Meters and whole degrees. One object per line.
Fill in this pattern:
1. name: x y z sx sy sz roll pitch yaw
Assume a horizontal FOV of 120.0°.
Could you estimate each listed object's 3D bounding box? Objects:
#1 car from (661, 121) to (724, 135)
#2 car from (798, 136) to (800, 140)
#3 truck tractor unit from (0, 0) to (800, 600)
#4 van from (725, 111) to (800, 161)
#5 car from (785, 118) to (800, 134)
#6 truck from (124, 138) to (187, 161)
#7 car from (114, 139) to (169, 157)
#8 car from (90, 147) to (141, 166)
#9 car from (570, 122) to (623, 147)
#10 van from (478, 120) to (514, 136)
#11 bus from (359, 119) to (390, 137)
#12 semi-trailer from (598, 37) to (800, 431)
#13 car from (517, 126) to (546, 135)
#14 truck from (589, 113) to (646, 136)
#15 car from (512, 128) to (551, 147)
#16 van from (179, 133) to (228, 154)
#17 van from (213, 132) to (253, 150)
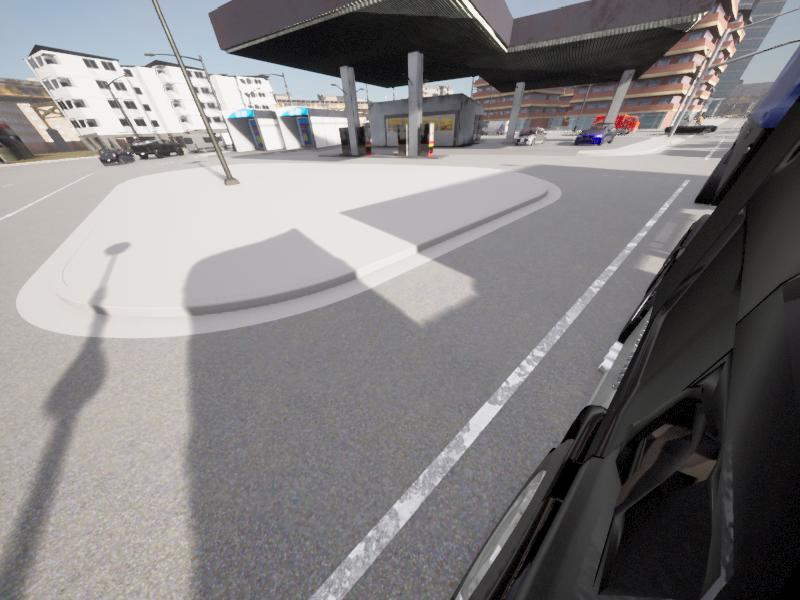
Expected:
1. car: 36.963 -21.783 29.328 1.895 1.301 4.718 -29 44 -31
2. car: 34.460 -13.856 18.399 3.866 1.878 1.905 -29 44 -30
3. truck tractor unit: 2.645 -0.295 0.351 6.516 4.208 3.053 -28 44 -30
4. van: 21.058 -9.397 13.164 4.480 2.038 2.069 -29 44 -30
5. car: 45.066 -19.374 25.599 4.718 1.301 1.895 -29 44 -30
6. truck: -32.886 -20.637 31.527 2.390 2.098 6.274 -5 37 -3
7. car: -42.750 -25.334 38.469 2.150 2.045 5.566 4 37 10
8. car: -31.634 -16.112 25.879 1.845 1.501 3.633 -13 38 -13
9. car: 18.542 -15.630 21.760 4.611 1.667 2.242 -28 44 -30
10. van: 20.125 -36.315 48.854 2.351 2.431 6.366 -29 44 -31
11. bus: -8.304 -55.331 74.473 3.944 4.253 10.273 -30 44 -31
12. semi-trailer: 8.663 -3.631 4.258 14.254 4.402 2.717 -29 44 -30
13. car: 25.286 -32.555 44.391 1.994 1.385 4.181 -29 44 -30
14. truck: 31.691 -25.690 33.896 2.627 2.467 5.204 -30 45 -31
15. car: 14.237 -17.690 25.051 3.806 1.475 1.970 -28 44 -30
16. van: -32.058 -25.838 38.055 1.988 2.561 5.915 4 37 9
17. van: -32.608 -31.360 45.466 1.988 2.561 5.915 13 40 19
